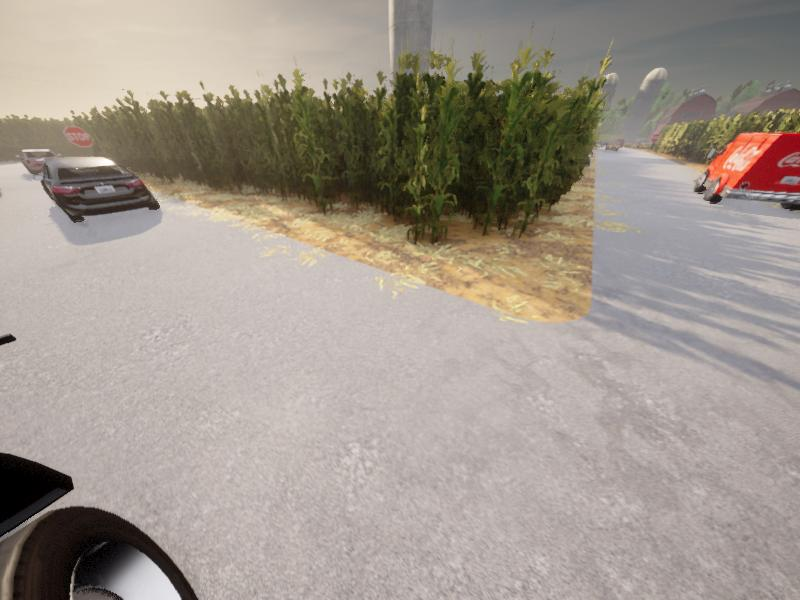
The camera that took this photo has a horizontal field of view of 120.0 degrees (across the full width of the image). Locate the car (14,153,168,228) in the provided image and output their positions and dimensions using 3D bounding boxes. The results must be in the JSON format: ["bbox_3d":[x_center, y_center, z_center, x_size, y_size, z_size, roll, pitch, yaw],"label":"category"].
[{"bbox_3d":[-10.952,-4.131,8.235,4.611,1.667,2.242,22,41,28],"label":"car"}]

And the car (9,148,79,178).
[{"bbox_3d":[-24.630,-9.566,16.010,3.806,1.475,1.970,22,41,28],"label":"car"}]

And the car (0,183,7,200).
[{"bbox_3d":[-19.389,-5.205,10.020,4.718,1.301,1.895,22,41,28],"label":"car"}]

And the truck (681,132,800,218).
[{"bbox_3d":[14.955,-5.421,9.588,2.627,2.467,5.204,22,41,28],"label":"truck"}]
